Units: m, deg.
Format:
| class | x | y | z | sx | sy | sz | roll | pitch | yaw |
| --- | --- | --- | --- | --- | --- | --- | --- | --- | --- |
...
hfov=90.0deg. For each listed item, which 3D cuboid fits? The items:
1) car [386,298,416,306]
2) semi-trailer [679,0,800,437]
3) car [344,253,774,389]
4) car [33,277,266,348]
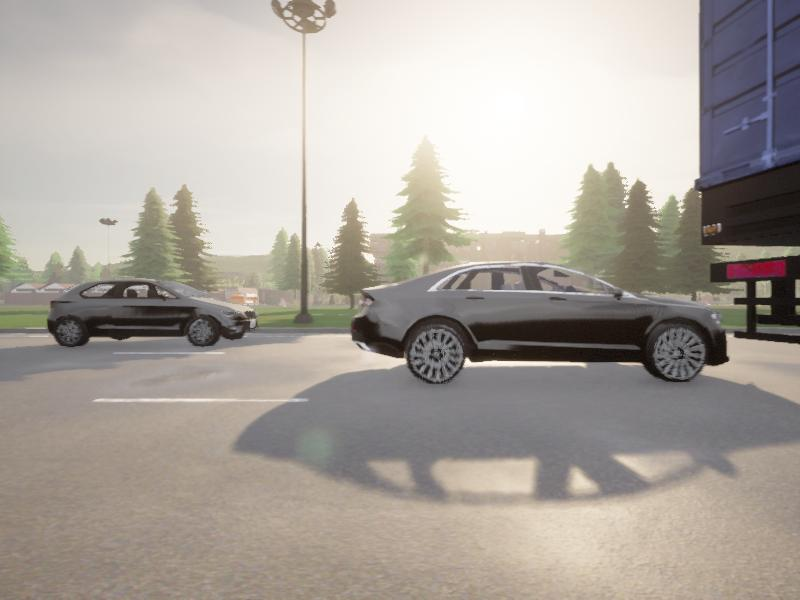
| class | x | y | z | sx | sy | sz | roll | pitch | yaw |
| --- | --- | --- | --- | --- | --- | --- | --- | --- | --- |
| car | 0.208 | 0.344 | 63.730 | 4.718 | 1.301 | 1.895 | 0 | 0 | 0 |
| semi-trailer | 9.930 | -1.223 | 3.567 | 14.254 | 4.402 | 2.717 | 0 | 0 | -9 |
| car | 1.793 | 0.236 | 5.569 | 4.902 | 1.511 | 2.128 | 0 | 0 | -2 |
| car | -5.456 | 0.256 | 9.155 | 4.193 | 1.474 | 1.816 | 0 | 0 | -1 |
